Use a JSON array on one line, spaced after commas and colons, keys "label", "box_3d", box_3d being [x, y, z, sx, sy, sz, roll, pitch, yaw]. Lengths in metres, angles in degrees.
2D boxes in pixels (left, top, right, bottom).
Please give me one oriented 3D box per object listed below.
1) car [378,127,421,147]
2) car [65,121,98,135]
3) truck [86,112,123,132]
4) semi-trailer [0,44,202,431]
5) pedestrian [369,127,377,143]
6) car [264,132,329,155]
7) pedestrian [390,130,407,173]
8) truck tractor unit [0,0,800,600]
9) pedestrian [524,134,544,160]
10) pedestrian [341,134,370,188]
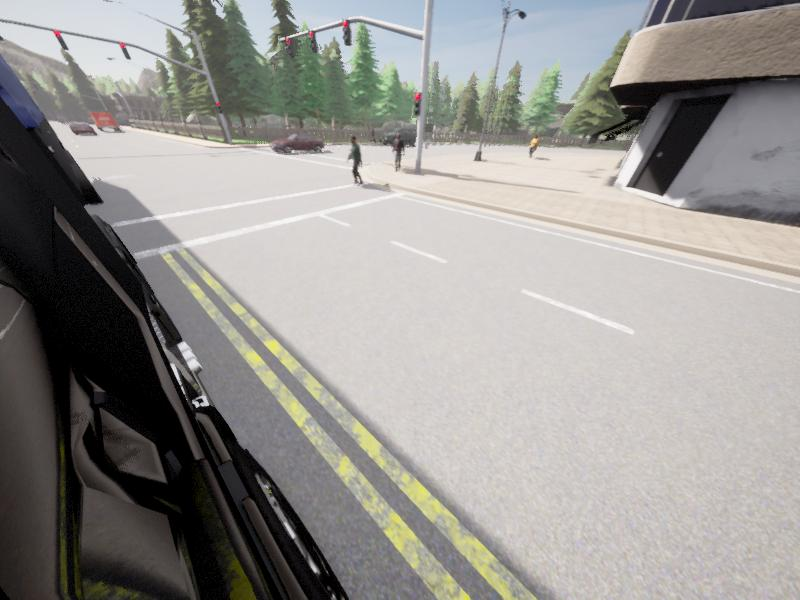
[{"label": "car", "box_3d": [-0.058, -22.218, 31.509, 5.566, 2.045, 2.150, -24, 44, -31]}, {"label": "car", "box_3d": [-43.358, -23.430, 31.453, 4.181, 1.385, 1.994, 28, 44, 30]}, {"label": "truck", "box_3d": [-50.349, -30.326, 39.362, 5.204, 2.467, 2.627, 28, 44, 30]}, {"label": "semi-trailer", "box_3d": [-8.696, -3.608, 4.225, 14.254, 4.402, 2.717, 28, 44, 30]}, {"label": "pedestrian", "box_3d": [-3.865, -23.616, 33.029, 0.751, 1.860, 0.751, -21, 43, -28]}, {"label": "car", "box_3d": [-8.827, -13.687, 20.143, 1.812, 1.442, 4.674, 29, 44, 31]}, {"label": "pedestrian", "box_3d": [-0.107, -7.849, 12.256, 0.751, 1.860, 0.751, 7, 37, 6]}, {"label": "truck tractor unit", "box_3d": [-2.645, -0.295, 0.351, 6.516, 4.208, 3.053, 28, 44, 30]}, {"label": "pedestrian", "box_3d": [11.883, -13.599, 20.520, 0.751, 1.860, 0.751, 29, 44, 31]}, {"label": "pedestrian", "box_3d": [-1.852, -5.841, 9.745, 0.751, 1.860, 0.751, -26, 45, -32]}]
